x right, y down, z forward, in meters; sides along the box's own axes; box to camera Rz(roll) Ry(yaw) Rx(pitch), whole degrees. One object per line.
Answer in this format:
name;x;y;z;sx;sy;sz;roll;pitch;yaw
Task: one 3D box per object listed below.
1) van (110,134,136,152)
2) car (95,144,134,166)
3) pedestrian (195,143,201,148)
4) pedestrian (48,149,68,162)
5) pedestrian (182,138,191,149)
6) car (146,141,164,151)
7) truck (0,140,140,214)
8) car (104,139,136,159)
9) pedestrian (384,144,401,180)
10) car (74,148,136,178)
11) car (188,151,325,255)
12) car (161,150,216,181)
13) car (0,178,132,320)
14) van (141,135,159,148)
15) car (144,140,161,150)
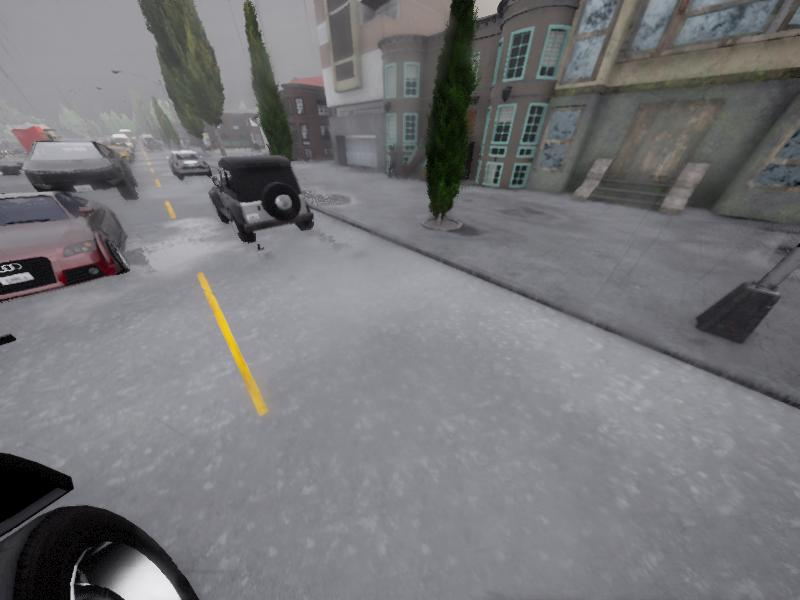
van;-50.128;-28.483;41.911;1.988;2.561;5.915;-28;44;-34
car;-28.589;-14.710;23.314;1.801;1.575;5.366;-28;44;-34
pedestrian;-47.238;-36.142;53.981;0.500;1.100;0.500;18;39;24
pedestrian;-34.103;-14.437;23.063;0.500;1.100;0.500;-6;36;-10
pedestrian;-48.087;-35.231;51.984;0.751;1.860;0.751;-27;43;-33
car;-47.739;-29.952;44.920;1.789;1.549;3.705;-28;44;-34
truck;-13.716;-5.694;10.125;2.390;2.098;6.274;-28;44;-34
car;-37.147;-20.146;30.724;1.932;1.855;4.605;-28;46;-34
pedestrian;-0.452;-8.513;14.293;0.751;1.860;0.751;29;44;34
car;-21.349;-10.189;16.983;2.128;1.511;4.902;-28;44;-34
car;-4.114;-3.027;6.588;1.905;1.878;3.866;-28;44;-34
car;-14.406;-9.236;15.721;1.970;1.475;3.806;-28;44;-34
car;-7.136;-1.312;4.560;1.994;1.385;4.181;-28;44;-34
van;-59.992;-37.975;55.381;1.988;2.561;5.915;-28;44;-34
car;-54.279;-33.995;50.668;1.851;1.617;3.988;-28;44;-34
